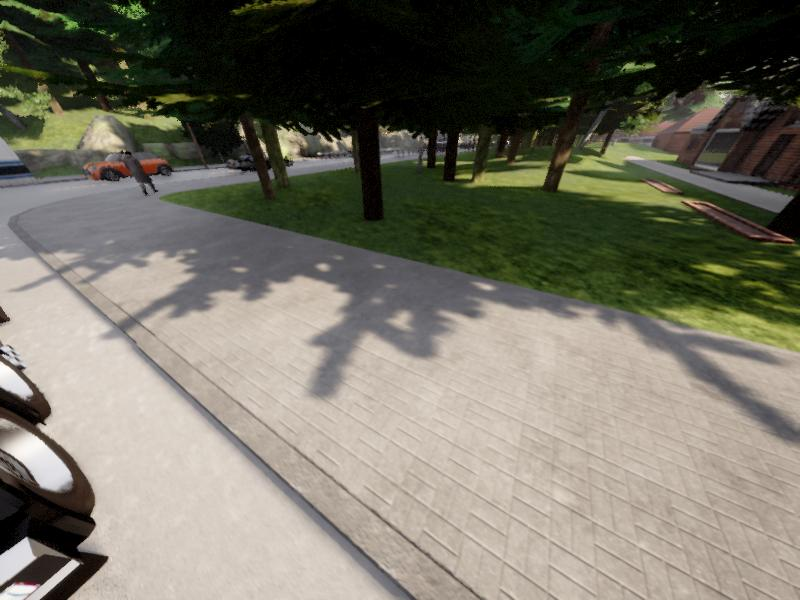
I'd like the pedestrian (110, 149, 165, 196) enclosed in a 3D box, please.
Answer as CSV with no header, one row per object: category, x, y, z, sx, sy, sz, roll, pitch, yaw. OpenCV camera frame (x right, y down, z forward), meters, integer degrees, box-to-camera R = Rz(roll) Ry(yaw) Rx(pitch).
pedestrian,-12.205,-5.972,10.830,0.751,1.860,0.751,-9,36,-12

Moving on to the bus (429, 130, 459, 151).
bus,11.670,-41.811,60.610,3.944,4.253,10.273,18,39,24

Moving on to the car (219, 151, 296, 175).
car,-12.375,-12.292,20.539,2.033,1.411,5.357,19,39,25

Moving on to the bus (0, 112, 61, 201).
bus,-20.752,-4.941,7.565,3.944,4.253,10.273,-4,34,-4

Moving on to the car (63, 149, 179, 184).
car,-19.412,-9.632,16.429,2.097,1.767,4.553,15,38,21

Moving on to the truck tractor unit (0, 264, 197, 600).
truck tractor unit,-5.110,-0.302,0.780,6.516,4.208,3.053,18,39,24
